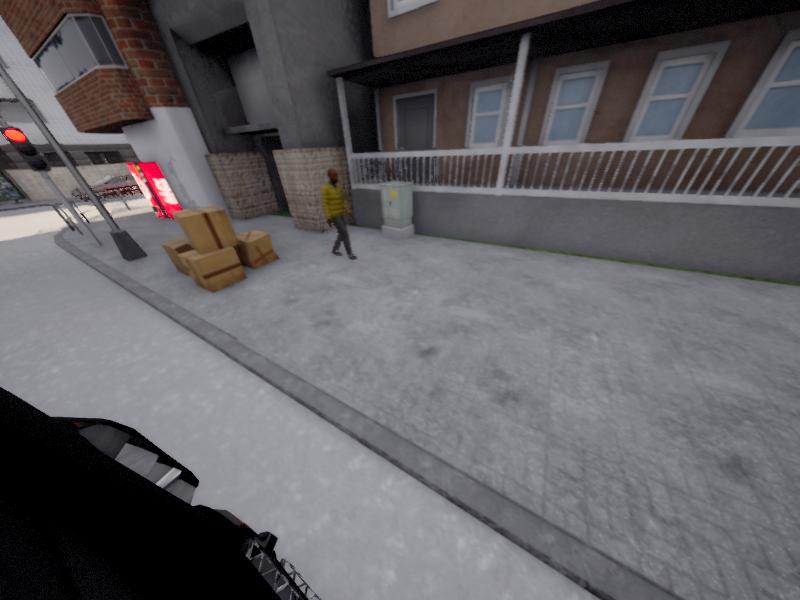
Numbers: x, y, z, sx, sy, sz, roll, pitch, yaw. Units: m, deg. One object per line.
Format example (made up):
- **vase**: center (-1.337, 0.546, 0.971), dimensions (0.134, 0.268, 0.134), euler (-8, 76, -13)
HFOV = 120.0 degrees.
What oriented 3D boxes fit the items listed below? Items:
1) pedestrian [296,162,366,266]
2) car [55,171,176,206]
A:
- **pedestrian**: center (-1.346, -1.769, 4.817), dimensions (0.751, 1.860, 0.751), euler (12, 36, 22)
- **car**: center (-19.358, -7.896, 16.047), dimensions (2.163, 1.488, 4.792), euler (16, 38, 26)
